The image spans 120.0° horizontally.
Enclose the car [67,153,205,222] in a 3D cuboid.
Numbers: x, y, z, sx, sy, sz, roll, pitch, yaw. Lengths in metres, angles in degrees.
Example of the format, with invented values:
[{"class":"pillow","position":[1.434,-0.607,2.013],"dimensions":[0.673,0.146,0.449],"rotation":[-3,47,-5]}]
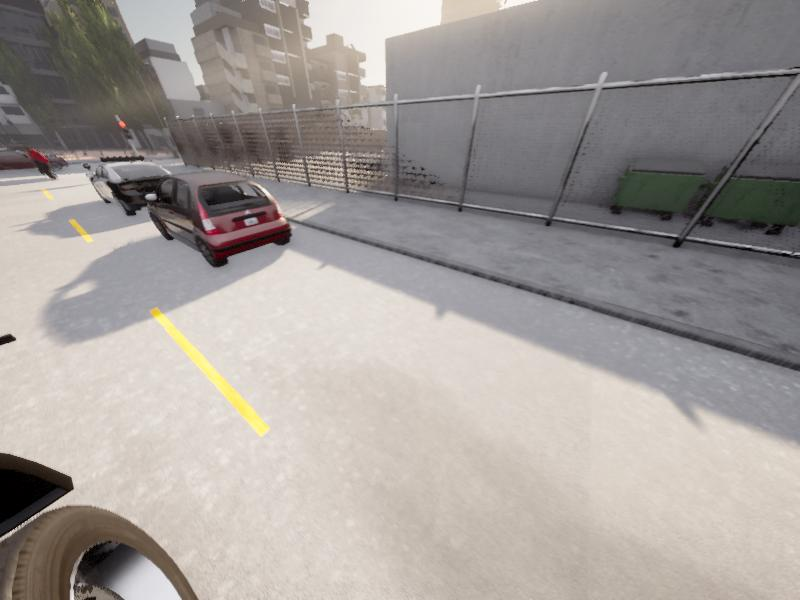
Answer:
[{"class":"car","position":[-10.009,-4.473,8.740],"dimensions":[5.238,1.638,1.930],"rotation":[22,40,27]}]

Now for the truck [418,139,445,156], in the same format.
[{"class":"truck","position":[4.794,-23.227,35.013],"dimensions":[2.069,2.038,4.478],"rotation":[22,41,28]}]

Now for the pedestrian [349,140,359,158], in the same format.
[{"class":"pedestrian","position":[-5.552,-18.333,28.031],"dimensions":[0.751,1.860,0.751],"rotation":[13,37,18]}]

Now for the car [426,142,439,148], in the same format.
[{"class":"car","position":[9.469,-44.610,66.440],"dimensions":[1.970,1.475,3.806],"rotation":[22,41,28]}]

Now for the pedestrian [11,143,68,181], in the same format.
[{"class":"pedestrian","position":[-20.777,-7.967,13.367],"dimensions":[0.751,1.860,0.751],"rotation":[5,35,7]}]

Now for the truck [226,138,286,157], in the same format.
[{"class":"truck","position":[-19.634,-21.177,31.949],"dimensions":[2.390,2.098,6.274],"rotation":[22,41,27]}]

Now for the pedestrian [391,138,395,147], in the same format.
[{"class":"pedestrian","position":[-1.826,-39.986,58.770],"dimensions":[0.751,1.860,0.751],"rotation":[17,39,22]}]

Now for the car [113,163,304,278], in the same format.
[{"class":"car","position":[-4.564,-2.191,5.583],"dimensions":[3.988,1.617,1.851],"rotation":[22,41,28]}]

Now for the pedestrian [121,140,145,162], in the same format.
[{"class":"pedestrian","position":[-26.843,-14.967,23.241],"dimensions":[0.751,1.860,0.751],"rotation":[23,41,28]}]

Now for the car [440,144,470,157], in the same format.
[{"class":"car","position":[7.945,-21.574,33.239],"dimensions":[2.033,1.415,5.357],"rotation":[22,41,28]}]

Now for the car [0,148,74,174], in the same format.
[{"class":"car","position":[-27.858,-10.093,16.723],"dimensions":[1.812,1.442,4.674],"rotation":[22,41,28]}]

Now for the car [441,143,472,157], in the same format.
[{"class":"car","position":[8.040,-21.482,32.984],"dimensions":[3.705,1.547,1.789],"rotation":[22,41,28]}]
